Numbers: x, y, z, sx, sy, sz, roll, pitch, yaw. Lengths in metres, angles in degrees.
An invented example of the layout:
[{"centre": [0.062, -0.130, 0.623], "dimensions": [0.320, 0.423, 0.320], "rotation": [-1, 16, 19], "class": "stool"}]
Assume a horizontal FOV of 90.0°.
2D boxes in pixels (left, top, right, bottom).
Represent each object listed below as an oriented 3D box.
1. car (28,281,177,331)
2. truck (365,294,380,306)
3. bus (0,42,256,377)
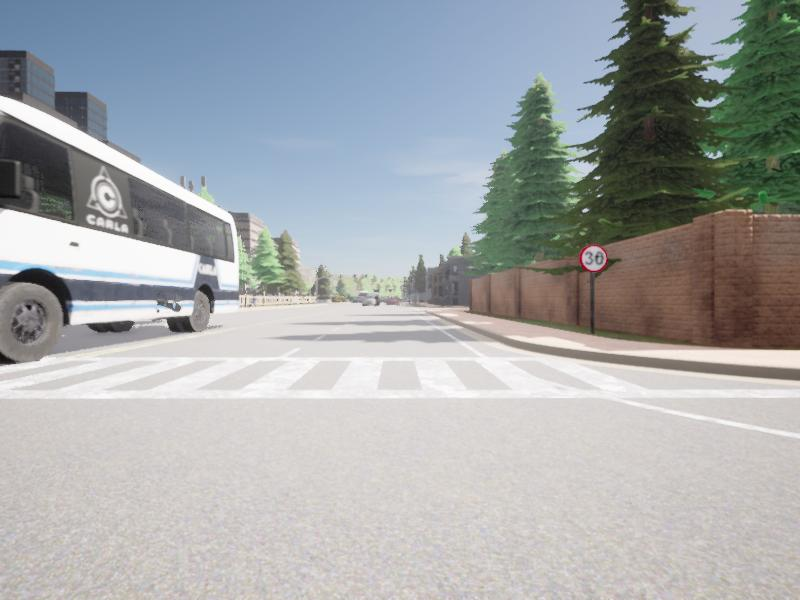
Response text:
[{"centre": [-10.948, 0.183, 15.400], "dimensions": [1.801, 1.575, 5.366], "rotation": [0, 0, -1], "class": "car"}, {"centre": [-4.941, -0.064, 72.027], "dimensions": [2.390, 2.098, 6.274], "rotation": [0, 0, -1], "class": "truck"}, {"centre": [-7.179, -1.145, 9.605], "dimensions": [3.944, 4.253, 10.273], "rotation": [0, 0, -2], "class": "bus"}]
